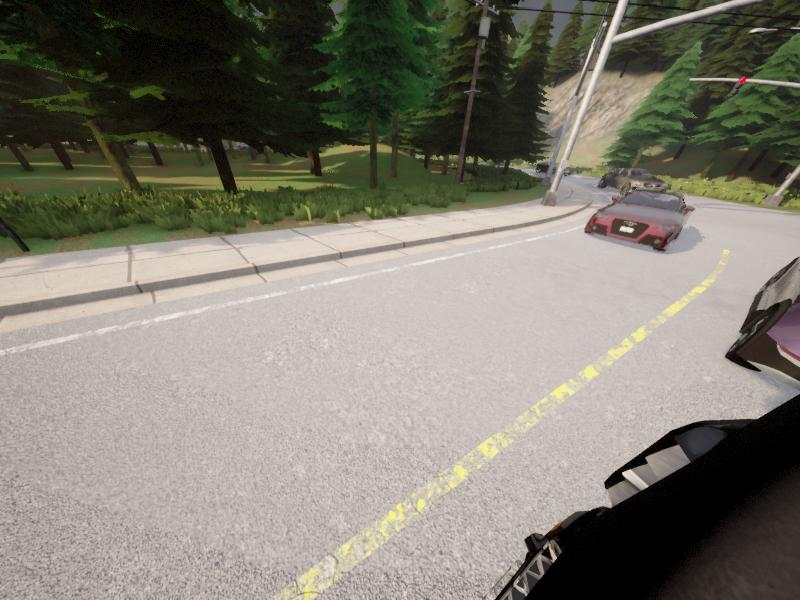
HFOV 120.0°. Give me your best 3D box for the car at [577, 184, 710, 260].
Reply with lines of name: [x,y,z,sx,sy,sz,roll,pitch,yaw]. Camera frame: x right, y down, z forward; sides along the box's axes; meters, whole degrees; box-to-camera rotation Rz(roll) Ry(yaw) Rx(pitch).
car: [7.937,-2.769,7.494,4.181,1.385,1.994,-22,41,-33]

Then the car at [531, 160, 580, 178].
car: [18.652,-15.947,28.041,2.128,1.511,4.902,-2,34,-7]

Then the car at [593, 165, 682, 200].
car: [17.061,-8.820,17.084,2.152,1.651,5.027,9,34,9]

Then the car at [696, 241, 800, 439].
car: [6.133,0.167,2.698,4.856,1.649,2.033,-17,39,-28]
